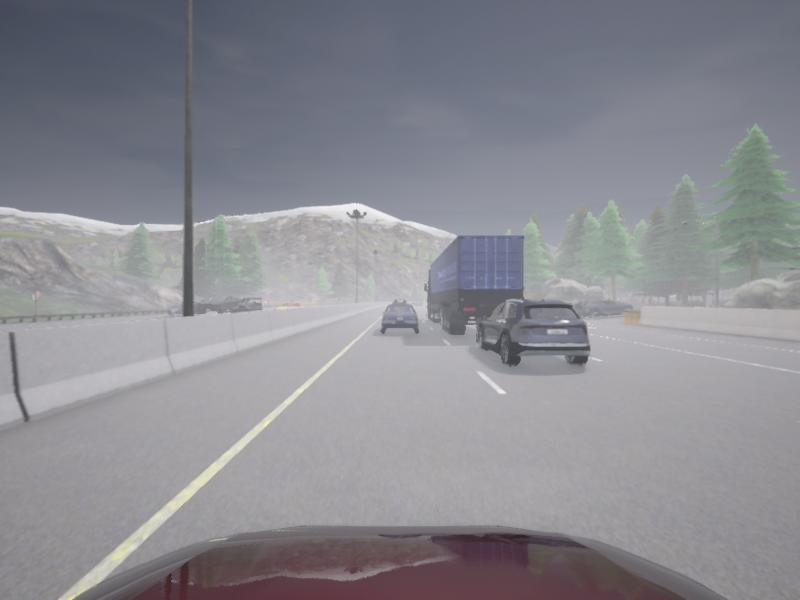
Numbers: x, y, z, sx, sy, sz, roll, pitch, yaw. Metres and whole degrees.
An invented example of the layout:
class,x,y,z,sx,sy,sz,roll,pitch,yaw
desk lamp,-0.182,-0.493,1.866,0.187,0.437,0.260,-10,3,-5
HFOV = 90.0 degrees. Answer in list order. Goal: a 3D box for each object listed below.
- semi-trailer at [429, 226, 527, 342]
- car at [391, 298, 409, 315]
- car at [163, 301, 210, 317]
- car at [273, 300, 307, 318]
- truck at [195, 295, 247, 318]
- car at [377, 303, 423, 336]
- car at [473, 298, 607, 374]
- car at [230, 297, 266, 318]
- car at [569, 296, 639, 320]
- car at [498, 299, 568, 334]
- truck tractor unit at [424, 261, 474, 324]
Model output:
class,x,y,z,sx,sy,sz,roll,pitch,yaw
semi-trailer,3.501,-0.615,22.389,2.717,4.402,14.254,0,0,0
car,0.007,0.664,44.476,1.932,1.855,4.605,0,1,0
car,-21.000,0.844,39.612,2.128,1.511,4.902,0,0,0
car,-10.501,0.810,38.504,1.801,1.575,5.366,0,0,0
truck,-17.501,0.551,39.577,2.390,2.098,6.274,0,0,0
car,0.002,0.899,20.641,2.033,1.411,5.357,0,0,0
car,3.487,0.780,11.134,2.033,1.649,4.856,0,0,0
car,-14.002,0.654,37.112,1.905,1.878,3.866,0,0,0
car,17.258,0.692,33.987,4.856,1.649,2.033,-4,0,-5
car,6.998,0.785,21.730,2.152,1.651,5.027,0,0,0
truck tractor unit,3.506,-0.517,30.308,3.053,4.208,6.516,0,0,0
